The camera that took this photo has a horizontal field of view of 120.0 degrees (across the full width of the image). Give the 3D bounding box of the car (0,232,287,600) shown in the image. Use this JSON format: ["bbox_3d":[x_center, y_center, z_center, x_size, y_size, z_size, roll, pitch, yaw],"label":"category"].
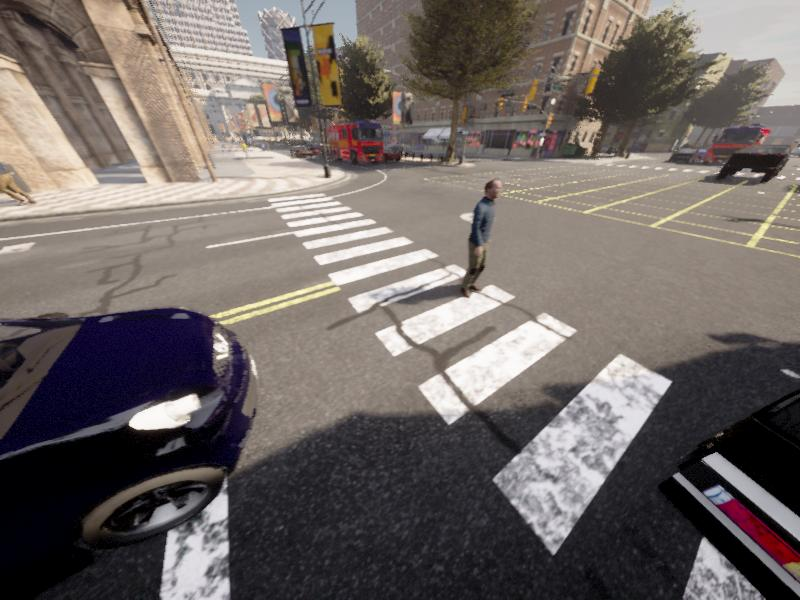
[{"bbox_3d":[-2.937,0.954,1.245,3.633,1.501,1.845,-20,40,-27],"label":"car"}]

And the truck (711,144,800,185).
[{"bbox_3d":[25.446,-9.796,16.433,6.274,2.098,2.390,-20,40,-27],"label":"truck"}]

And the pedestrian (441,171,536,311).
[{"bbox_3d":[1.268,-0.883,3.587,0.751,1.860,0.751,30,44,35],"label":"pedestrian"}]

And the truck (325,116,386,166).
[{"bbox_3d":[-5.006,-17.243,25.168,2.891,3.827,8.468,-20,40,-27],"label":"truck"}]

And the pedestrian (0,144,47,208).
[{"bbox_3d":[-13.695,-4.237,7.918,0.751,1.860,0.751,-17,39,-24],"label":"pedestrian"}]

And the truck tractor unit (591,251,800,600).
[{"bbox_3d":[5.291,-0.058,0.441,6.516,4.208,3.053,-9,36,-13],"label":"truck tractor unit"}]

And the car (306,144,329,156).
[{"bbox_3d":[-12.786,-23.164,35.654,1.994,1.385,4.181,-21,40,-28],"label":"car"}]

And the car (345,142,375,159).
[{"bbox_3d":[-5.510,-20.556,31.655,2.097,1.767,4.553,-20,40,-27],"label":"car"}]

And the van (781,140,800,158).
[{"bbox_3d":[70.972,-26.805,40.962,6.366,2.431,2.351,-20,40,-27],"label":"van"}]

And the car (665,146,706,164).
[{"bbox_3d":[36.146,-18.383,29.211,5.238,1.638,1.930,-21,40,-28],"label":"car"}]

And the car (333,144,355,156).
[{"bbox_3d":[-8.733,-23.302,35.807,1.970,1.475,3.806,-20,40,-26],"label":"car"}]

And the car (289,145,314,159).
[{"bbox_3d":[-13.534,-20.386,31.738,1.895,1.301,4.718,-20,40,-27],"label":"car"}]

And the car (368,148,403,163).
[{"bbox_3d":[-1.750,-16.995,27.058,1.895,1.301,4.718,-20,40,-27],"label":"car"}]

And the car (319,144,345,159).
[{"bbox_3d":[-9.182,-20.004,31.099,1.970,1.475,3.806,-20,40,-27],"label":"car"}]

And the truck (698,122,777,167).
[{"bbox_3d":[39.198,-18.004,26.807,8.468,3.827,2.891,-20,40,-27],"label":"truck"}]
